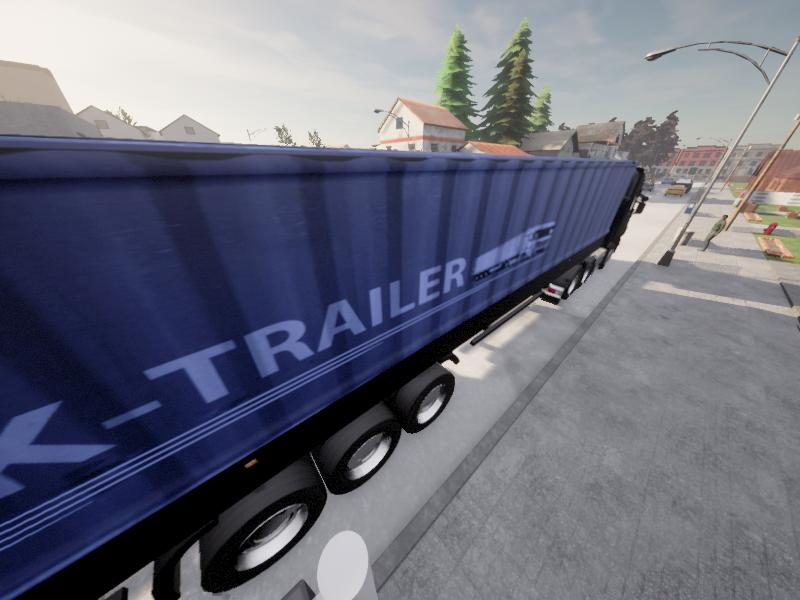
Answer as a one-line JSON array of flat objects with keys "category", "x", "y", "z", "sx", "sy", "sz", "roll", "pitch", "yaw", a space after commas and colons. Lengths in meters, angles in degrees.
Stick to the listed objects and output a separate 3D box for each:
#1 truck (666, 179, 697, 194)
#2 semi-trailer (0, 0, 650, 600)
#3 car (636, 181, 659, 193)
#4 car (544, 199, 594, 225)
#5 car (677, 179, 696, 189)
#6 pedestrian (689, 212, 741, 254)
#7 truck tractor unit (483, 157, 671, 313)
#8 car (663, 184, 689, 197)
[{"category": "truck", "x": 49.349, "y": -19.950, "z": 40.461, "sx": 6.274, "sy": 2.098, "sz": 2.390, "roll": -23, "pitch": 37, "yaw": -34}, {"category": "semi-trailer", "x": 0.777, "y": -0.593, "z": 4.613, "sx": 14.254, "sy": 4.402, "sz": 2.717, "roll": -23, "pitch": 37, "yaw": -34}, {"category": "car", "x": 44.914, "y": -20.487, "z": 41.884, "sx": 3.988, "sy": 1.617, "sz": 1.851, "roll": -23, "pitch": 37, "yaw": -34}, {"category": "car", "x": 14.600, "y": -7.677, "z": 19.933, "sx": 4.181, "sy": 1.385, "sz": 1.994, "roll": -23, "pitch": 37, "yaw": -34}, {"category": "car", "x": 60.421, "y": -24.417, "z": 48.690, "sx": 3.988, "sy": 1.617, "sz": 1.851, "roll": -22, "pitch": 37, "yaw": -33}, {"category": "pedestrian", "x": 16.017, "y": -3.428, "z": 11.827, "sx": 0.751, "sy": 1.860, "sz": 0.751, "roll": 20, "pitch": 35, "yaw": 30}, {"category": "truck tractor unit", "x": 6.837, "y": -3.050, "z": 9.065, "sx": 6.516, "sy": 4.208, "sz": 3.053, "roll": -23, "pitch": 37, "yaw": -34}, {"category": "car", "x": 43.629, "y": -17.307, "z": 36.445, "sx": 5.008, "sy": 1.535, "sz": 1.882, "roll": -23, "pitch": 37, "yaw": -34}]
